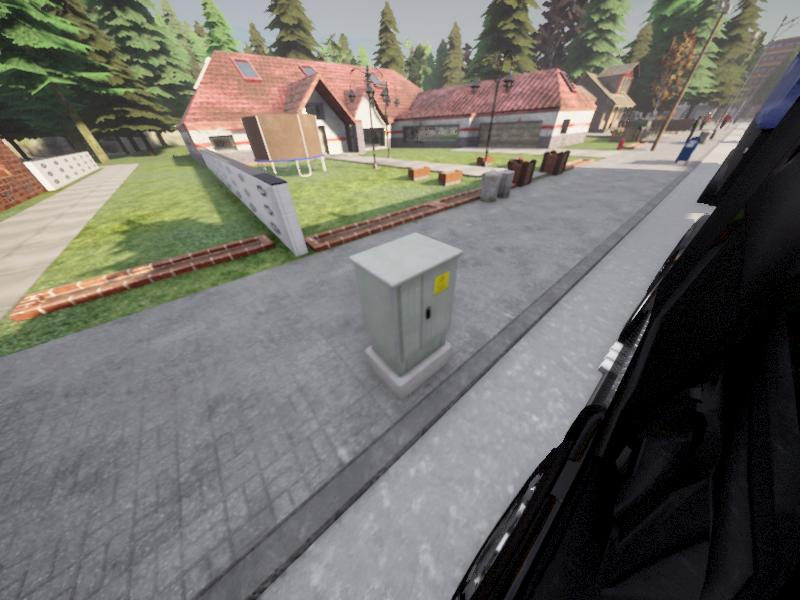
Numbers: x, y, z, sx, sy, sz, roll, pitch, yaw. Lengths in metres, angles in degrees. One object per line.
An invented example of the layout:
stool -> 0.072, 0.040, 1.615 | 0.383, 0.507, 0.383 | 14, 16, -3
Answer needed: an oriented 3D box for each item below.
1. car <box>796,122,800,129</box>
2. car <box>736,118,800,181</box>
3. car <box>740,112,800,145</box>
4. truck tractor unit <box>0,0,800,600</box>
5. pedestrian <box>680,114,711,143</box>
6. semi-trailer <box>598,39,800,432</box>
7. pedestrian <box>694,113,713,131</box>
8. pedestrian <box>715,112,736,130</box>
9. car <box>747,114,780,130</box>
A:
car -> 51.490, -22.271, 28.601 | 3.633, 1.501, 1.845 | -28, 44, -30
car -> 16.188, -6.181, 9.371 | 4.605, 1.855, 1.932 | -23, 41, -28
car -> 29.123, -13.256, 17.787 | 3.866, 1.878, 1.905 | -20, 40, -21
truck tractor unit -> 2.645, -0.295, 0.351 | 6.516, 4.208, 3.053 | -28, 44, -30
pedestrian -> 24.459, -14.212, 19.171 | 0.751, 1.860, 0.751 | 22, 43, 29
semi-trailer -> 8.687, -3.626, 4.217 | 14.254, 4.402, 2.717 | -28, 44, -30
pedestrian -> 40.908, -24.023, 31.131 | 0.751, 1.860, 0.751 | -28, 44, -30
pedestrian -> 42.316, -23.298, 30.075 | 0.751, 1.860, 0.751 | -25, 42, -27
car -> 48.545, -23.809, 30.883 | 4.193, 1.474, 1.816 | -28, 44, -30
